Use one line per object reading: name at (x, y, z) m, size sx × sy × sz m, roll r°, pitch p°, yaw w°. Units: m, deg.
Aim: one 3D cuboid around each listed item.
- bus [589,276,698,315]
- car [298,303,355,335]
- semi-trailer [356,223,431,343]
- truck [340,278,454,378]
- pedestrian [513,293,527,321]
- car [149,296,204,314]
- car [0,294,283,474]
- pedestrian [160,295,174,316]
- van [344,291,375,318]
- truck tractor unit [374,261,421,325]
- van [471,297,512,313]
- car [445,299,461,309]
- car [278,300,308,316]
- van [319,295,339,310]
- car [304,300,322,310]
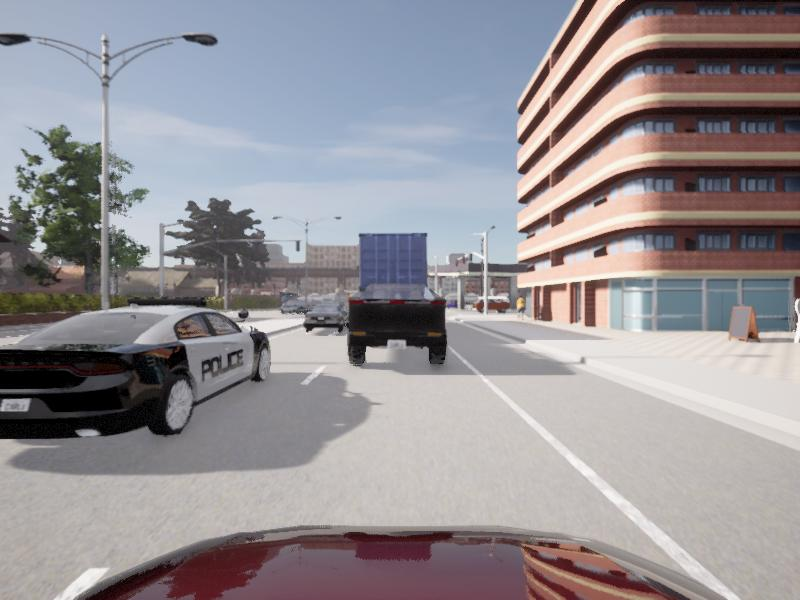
bus at (28.010, -0.499, 46.359) m, size 10.273 × 4.253 × 3.944 m, roll 0°, pitch 0°, yaw -1°
car at (-3.666, 0.909, 20.938) m, size 2.033 × 1.411 × 5.357 m, roll 0°, pitch 0°, yaw -1°
semi-trailer at (-0.219, -0.604, 21.802) m, size 2.717 × 4.402 × 14.254 m, roll 0°, pitch 0°, yaw 0°
truck at (-0.080, 0.562, 11.689) m, size 2.390 × 2.098 × 6.274 m, roll 1°, pitch 1°, yaw 0°
pedestrian at (8.193, 0.483, 27.282) m, size 0.751 × 1.860 × 0.751 m, roll 0°, pitch 0°, yaw -1°
car at (-27.305, 0.602, 49.025) m, size 5.566 × 2.045 × 2.150 m, roll 0°, pitch 0°, yaw -1°
car at (-3.550, 0.775, 6.262) m, size 1.930 × 1.638 × 5.238 m, roll 0°, pitch 0°, yaw 0°
pedestrian at (-20.829, 0.515, 35.781) m, size 0.751 × 1.860 × 0.751 m, roll 0°, pitch 0°, yaw 10°
van at (-3.798, 0.405, 38.292) m, size 2.351 × 2.431 × 6.366 m, roll 0°, pitch 0°, yaw 0°
truck tractor unit at (-0.217, -0.502, 29.716) m, size 3.053 × 4.208 × 6.516 m, roll 0°, pitch 0°, yaw -1°
van at (11.240, 0.607, 49.353) m, size 4.480 × 2.038 × 2.069 m, roll 0°, pitch 0°, yaw -2°
car at (9.181, 0.689, 69.537) m, size 2.242 × 1.667 × 4.611 m, roll 0°, pitch 0°, yaw 0°
car at (-11.839, 0.808, 44.622) m, size 2.033 × 1.649 × 4.856 m, roll 0°, pitch 0°, yaw 0°
van at (-12.019, 0.426, 67.961) m, size 2.351 × 2.431 × 6.366 m, roll 0°, pitch 0°, yaw 0°
car at (-15.547, 0.831, 71.950) m, size 2.152 × 1.651 × 5.027 m, roll 0°, pitch 0°, yaw 0°
